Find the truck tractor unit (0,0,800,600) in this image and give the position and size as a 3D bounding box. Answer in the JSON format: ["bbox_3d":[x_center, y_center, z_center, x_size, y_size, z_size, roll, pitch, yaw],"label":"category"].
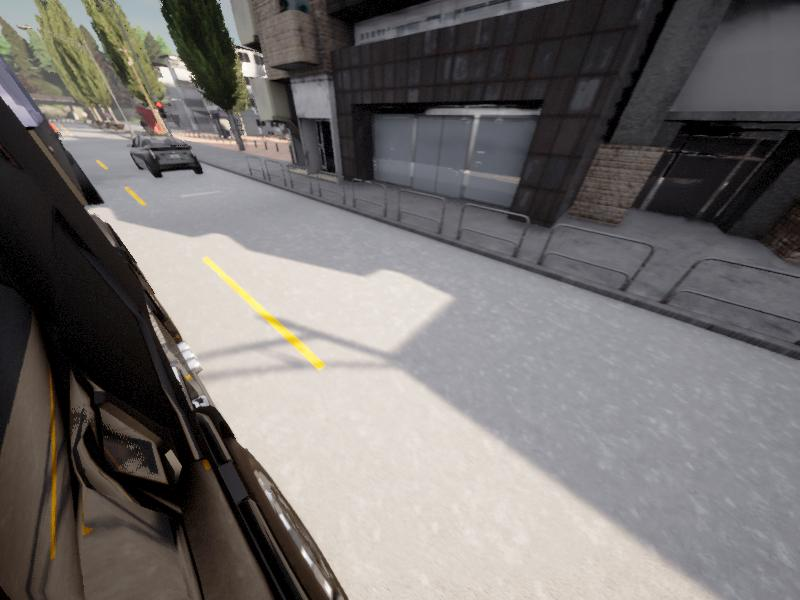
[{"bbox_3d":[-2.645,-0.295,0.351,6.516,4.208,3.053,28,44,30],"label":"truck tractor unit"}]

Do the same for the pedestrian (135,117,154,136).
[{"bbox_3d":[-32.882,-22.307,29.713,0.751,1.860,0.751,25,42,27],"label":"pedestrian"}]

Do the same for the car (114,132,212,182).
[{"bbox_3d":[-11.159,-6.877,10.881,4.514,1.525,2.007,28,44,30],"label":"car"}]

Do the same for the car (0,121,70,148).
[{"bbox_3d":[-28.983,-12.258,17.074,1.837,1.490,4.892,19,40,20],"label":"car"}]

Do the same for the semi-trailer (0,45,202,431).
[{"bbox_3d":[-8.702,-3.594,4.237,14.254,4.402,2.717,28,44,30],"label":"semi-trailer"}]

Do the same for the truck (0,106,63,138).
[{"bbox_3d":[-38.341,-18.567,24.131,5.204,2.467,2.627,28,44,30],"label":"truck"}]
